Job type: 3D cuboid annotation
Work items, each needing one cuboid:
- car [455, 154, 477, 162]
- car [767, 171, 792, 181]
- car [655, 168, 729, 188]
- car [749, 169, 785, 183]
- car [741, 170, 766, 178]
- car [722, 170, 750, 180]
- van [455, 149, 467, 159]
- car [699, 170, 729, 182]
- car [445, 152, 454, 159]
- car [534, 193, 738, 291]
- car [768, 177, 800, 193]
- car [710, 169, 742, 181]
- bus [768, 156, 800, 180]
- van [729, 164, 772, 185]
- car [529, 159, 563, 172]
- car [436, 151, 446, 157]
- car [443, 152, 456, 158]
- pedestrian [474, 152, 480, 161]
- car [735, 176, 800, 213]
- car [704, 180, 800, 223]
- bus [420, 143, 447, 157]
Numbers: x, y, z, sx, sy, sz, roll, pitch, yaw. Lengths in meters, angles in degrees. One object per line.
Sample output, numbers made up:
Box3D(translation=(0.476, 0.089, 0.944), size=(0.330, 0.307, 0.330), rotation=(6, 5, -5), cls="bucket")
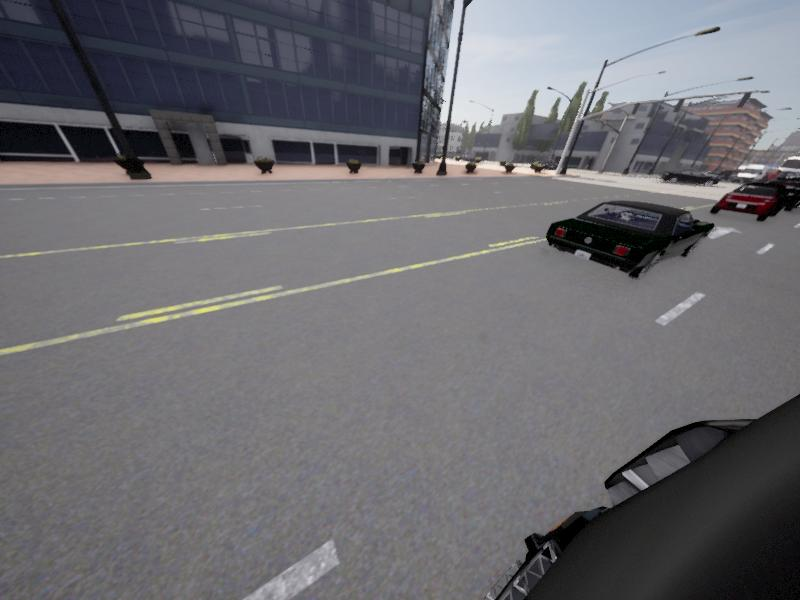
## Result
Box3D(translation=(16.017, -34.645, 56.306), size=(2.033, 1.411, 5.357), rotation=(-10, 36, -20), cls="car")
Box3D(translation=(78.438, -25.689, 47.755), size=(4.193, 1.474, 1.816), rotation=(-16, 38, -25), cls="car")
Box3D(translation=(34.198, -14.531, 27.319), size=(5.008, 1.535, 1.882), rotation=(19, 37, 22), cls="car")
Box3D(translation=(66.850, -22.642, 42.055), size=(5.566, 2.045, 2.150), rotation=(-15, 38, -25), cls="car")
Box3D(translation=(77.520, -27.613, 50.652), size=(4.181, 1.385, 1.994), rotation=(-15, 38, -24), cls="car")
Box3D(translation=(64.881, -24.118, 44.588), size=(5.008, 1.535, 1.882), rotation=(-15, 38, -25), cls="car")
Box3D(translation=(20.867, -49.804, 78.893), size=(1.988, 2.561, 5.915), rotation=(17, 36, 20), cls="van")
Box3D(translation=(52.399, -20.727, 38.539), size=(4.193, 1.474, 1.816), rotation=(-15, 37, -25), cls="car")
Box3D(translation=(14.044, -41.236, 66.051), size=(2.007, 1.525, 4.514), rotation=(6, 33, 4), cls="car")
Box3D(translation=(5.980, -1.761, 5.873), size=(4.718, 1.301, 1.895), rotation=(-15, 38, -25), cls="car")
Box3D(translation=(46.403, -13.346, 26.855), size=(4.181, 1.385, 1.994), rotation=(-3, 34, -11), cls="car")
Box3D(translation=(58.501, -22.402, 41.467), size=(5.238, 1.638, 1.930), rotation=(-15, 38, -25), cls="car")
Box3D(translation=(88.556, -29.539, 51.719), size=(10.273, 4.253, 3.944), rotation=(-15, 38, -25), cls="bus")
Box3D(translation=(54.762, -19.580, 36.040), size=(5.915, 2.561, 1.988), rotation=(-15, 37, -25), cls="van")
Box3D(translation=(23.678, -21.947, 37.615), size=(1.816, 1.474, 4.193), rotation=(-14, 37, -25), cls="car")
Box3D(translation=(15.876, -56.597, 89.374), size=(1.905, 1.878, 3.866), rotation=(-12, 36, -22), cls="car")
Box3D(translation=(19.352, -56.594, 90.141), size=(2.033, 1.411, 5.357), rotation=(-12, 36, -22), cls="car")
Box3D(translation=(19.149, -35.806, 57.649), size=(0.751, 1.860, 0.751), rotation=(0, 33, -6), cls="pedestrian")
Box3D(translation=(23.693, -6.683, 14.362), size=(5.238, 1.638, 1.930), rotation=(-15, 38, -25), cls="car")
Box3D(translation=(17.669, -5.007, 11.490), size=(4.193, 1.474, 1.816), rotation=(-15, 38, -25), cls="car")
Box3D(translation=(13.861, -62.138, 95.447), size=(10.273, 4.253, 3.944), rotation=(6, 33, 3), cls="bus")
